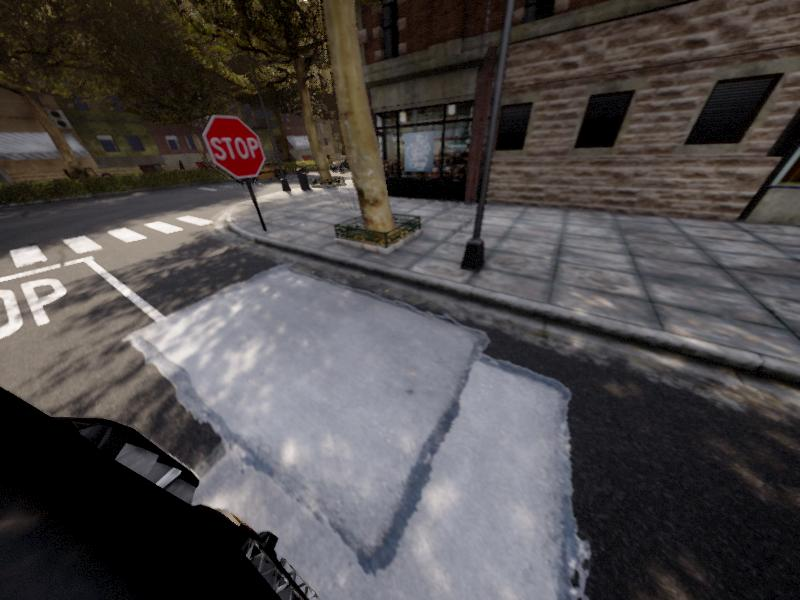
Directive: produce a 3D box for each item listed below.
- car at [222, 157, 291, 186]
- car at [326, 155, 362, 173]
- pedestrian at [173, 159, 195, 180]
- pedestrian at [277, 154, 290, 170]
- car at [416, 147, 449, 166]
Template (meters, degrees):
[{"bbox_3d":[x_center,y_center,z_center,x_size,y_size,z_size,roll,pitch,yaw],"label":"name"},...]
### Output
[{"bbox_3d":[-12.759,-11.718,20.874,1.932,1.855,4.605,18,39,28],"label":"car"},{"bbox_3d":[-6.842,-16.895,28.570,1.851,1.617,3.988,18,38,28],"label":"car"},{"bbox_3d":[-22.449,-13.568,24.034,0.751,1.860,0.751,18,38,28],"label":"pedestrian"},{"bbox_3d":[-16.070,-19.034,31.886,0.751,1.860,0.751,16,38,26],"label":"pedestrian"},{"bbox_3d":[4.662,-20.646,33.082,2.435,2.045,5.566,18,38,28],"label":"car"}]
